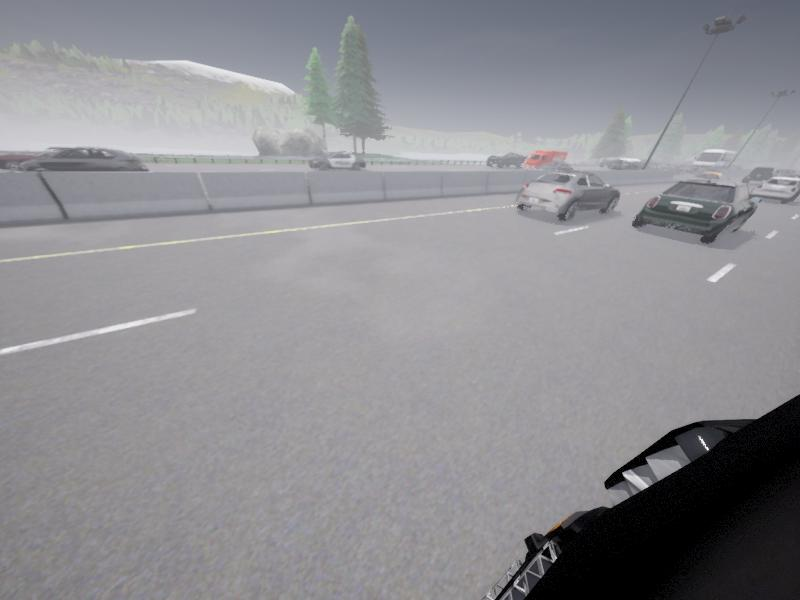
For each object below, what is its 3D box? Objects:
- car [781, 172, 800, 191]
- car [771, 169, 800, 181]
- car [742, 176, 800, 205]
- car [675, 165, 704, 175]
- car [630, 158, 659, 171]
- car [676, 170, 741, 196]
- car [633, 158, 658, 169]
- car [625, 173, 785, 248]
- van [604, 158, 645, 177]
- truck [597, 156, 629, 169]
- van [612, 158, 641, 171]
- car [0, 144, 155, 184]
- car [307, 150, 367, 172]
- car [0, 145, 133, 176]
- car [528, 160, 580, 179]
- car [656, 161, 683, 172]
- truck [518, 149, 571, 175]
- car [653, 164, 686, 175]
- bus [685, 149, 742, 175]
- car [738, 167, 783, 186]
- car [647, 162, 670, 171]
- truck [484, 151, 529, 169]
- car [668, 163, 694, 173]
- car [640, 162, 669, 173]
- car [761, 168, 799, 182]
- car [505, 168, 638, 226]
[{"bbox_3d":[43.365,-12.637,24.698,3.988,1.617,1.851,-16,38,-26],"label":"car"},{"bbox_3d":[66.748,-21.581,39.827,4.856,1.649,2.033,-16,38,-26],"label":"car"},{"bbox_3d":[27.072,-7.927,16.526,3.806,1.475,1.970,-16,38,-26],"label":"car"},{"bbox_3d":[55.657,-25.053,44.388,5.357,1.411,2.033,-16,38,-26],"label":"car"},{"bbox_3d":[51.892,-28.726,49.026,5.566,2.045,2.150,-16,38,-26],"label":"car"},{"bbox_3d":[25.400,-9.738,19.015,5.366,1.575,1.801,-16,38,-26],"label":"car"},{"bbox_3d":[60.044,-33.302,56.493,5.566,2.045,2.150,-16,38,-26],"label":"car"},{"bbox_3d":[10.819,-3.413,8.248,4.553,1.767,2.097,-16,38,-26],"label":"car"},{"bbox_3d":[30.852,-18.225,31.711,4.480,2.038,2.069,-16,38,-26],"label":"van"},{"bbox_3d":[45.229,-29.095,49.011,6.274,2.098,2.390,-16,38,-26],"label":"truck"},{"bbox_3d":[44.410,-26.588,45.257,4.480,2.038,2.069,-16,38,-26],"label":"van"},{"bbox_3d":[-15.841,-6.892,11.704,4.193,1.474,1.816,-16,38,-26],"label":"car"},{"bbox_3d":[-5.713,-12.752,21.191,4.974,1.542,2.038,-10,36,-18],"label":"car"},{"bbox_3d":[-19.373,-8.058,13.340,4.718,1.301,1.895,-16,38,-26],"label":"car"},{"bbox_3d":[16.321,-13.853,24.539,4.902,1.511,2.128,-16,38,-26],"label":"car"},{"bbox_3d":[55.459,-27.397,47.537,4.553,1.767,2.097,-16,38,-26],"label":"car"},{"bbox_3d":[17.767,-16.949,28.413,5.204,2.467,2.627,-17,38,-26],"label":"truck"},{"bbox_3d":[46.281,-22.415,39.634,4.902,1.511,2.128,-16,38,-26],"label":"car"},{"bbox_3d":[65.941,-29.080,48.629,10.273,4.253,3.944,-16,38,-26],"label":"bus"},{"bbox_3d":[44.580,-15.347,28.588,3.866,1.878,1.905,-16,38,-26],"label":"car"},{"bbox_3d":[59.019,-30.523,52.785,4.514,1.525,2.007,-16,38,-26],"label":"car"},{"bbox_3d":[15.739,-20.664,34.154,6.274,2.098,2.390,-16,38,-26],"label":"truck"},{"bbox_3d":[62.186,-29.135,51.054,5.027,1.651,2.152,-16,38,-26],"label":"car"},{"bbox_3d":[48.710,-25.388,44.194,4.974,1.542,2.038,-16,38,-26],"label":"car"},{"bbox_3d":[59.840,-19.619,36.337,4.611,1.667,2.242,-16,38,-26],"label":"car"},{"bbox_3d":[7.311,-4.587,9.891,5.027,1.651,2.152,-16,38,-26],"label":"car"}]
